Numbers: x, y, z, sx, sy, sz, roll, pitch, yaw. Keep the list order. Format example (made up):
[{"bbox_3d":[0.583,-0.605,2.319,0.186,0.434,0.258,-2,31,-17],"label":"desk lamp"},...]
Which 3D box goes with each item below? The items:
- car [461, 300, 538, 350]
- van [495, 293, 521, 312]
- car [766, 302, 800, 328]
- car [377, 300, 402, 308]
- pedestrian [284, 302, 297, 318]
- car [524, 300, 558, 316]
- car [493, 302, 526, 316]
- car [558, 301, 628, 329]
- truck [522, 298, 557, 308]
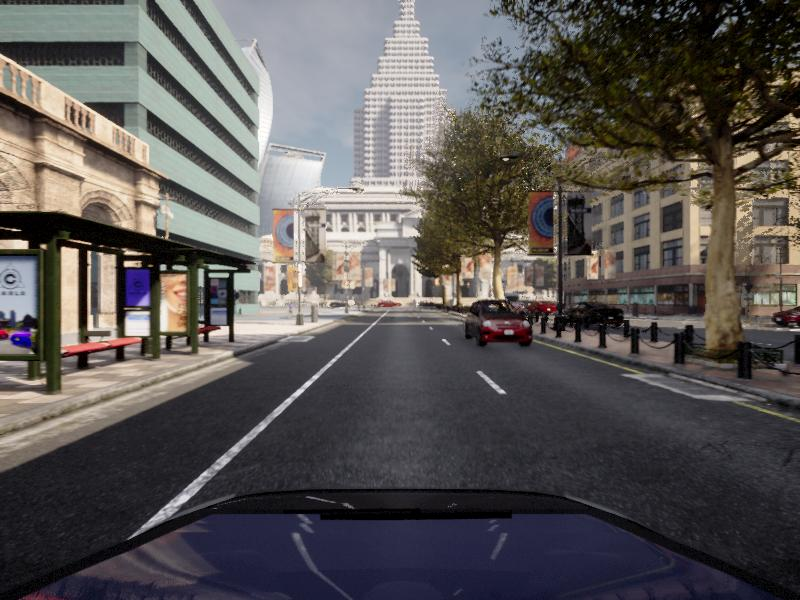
[{"bbox_3d":[3.505,0.795,14.819,1.851,1.617,3.988,0,0,0],"label":"car"},{"bbox_3d":[15.024,0.347,56.075,1.988,2.561,5.915,0,0,0],"label":"van"},{"bbox_3d":[24.602,0.865,23.554,4.193,1.474,1.816,0,0,7],"label":"car"},{"bbox_3d":[-2.101,0.858,82.065,5.008,1.535,1.882,0,0,0],"label":"car"},{"bbox_3d":[-8.568,0.778,31.338,0.751,1.300,0.751,0,0,4],"label":"pedestrian"},{"bbox_3d":[15.018,0.841,42.799,1.882,1.535,5.008,0,-1,0],"label":"car"},{"bbox_3d":[11.517,0.913,42.348,2.033,1.411,5.357,0,0,0],"label":"car"},{"bbox_3d":[11.509,0.833,24.311,1.882,1.535,5.008,0,0,0],"label":"car"},{"bbox_3d":[28.465,0.574,81.931,6.274,2.098,2.390,0,0,0],"label":"truck"}]
